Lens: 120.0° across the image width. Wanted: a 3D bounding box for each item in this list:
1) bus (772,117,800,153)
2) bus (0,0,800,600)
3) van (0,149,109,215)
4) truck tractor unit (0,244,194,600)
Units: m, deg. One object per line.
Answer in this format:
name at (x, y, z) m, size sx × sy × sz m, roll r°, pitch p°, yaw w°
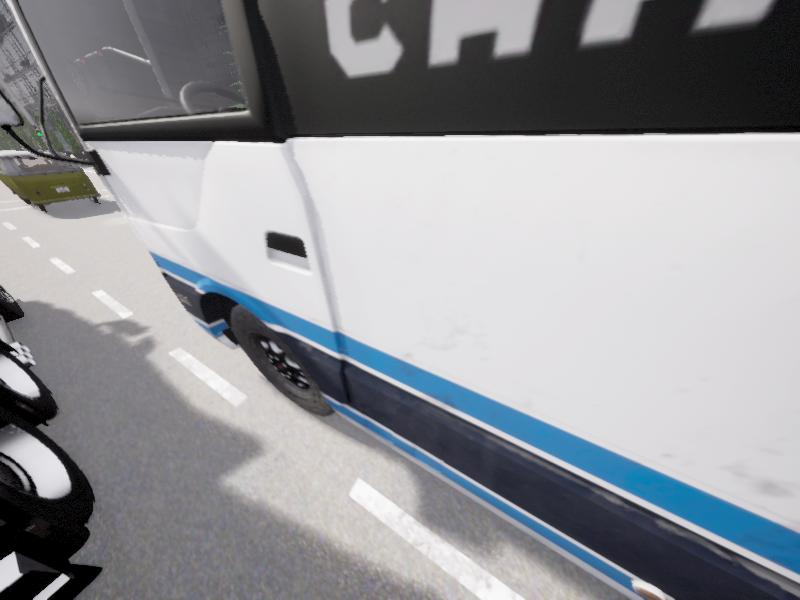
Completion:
bus at (58.847, -22.436, 31.335) m, size 3.944 × 4.253 × 10.273 m, roll 18°, pitch 39°, yaw 24°
bus at (2.637, -0.368, 0.757) m, size 10.273 × 4.253 × 3.944 m, roll 18°, pitch 39°, yaw 24°
van at (-14.827, -5.035, 9.574) m, size 4.442 × 1.987 × 1.775 m, roll 17°, pitch 39°, yaw 24°
truck tractor unit at (-5.079, -0.332, 0.819) m, size 6.516 × 4.208 × 3.053 m, roll 20°, pitch 40°, yaw 26°
